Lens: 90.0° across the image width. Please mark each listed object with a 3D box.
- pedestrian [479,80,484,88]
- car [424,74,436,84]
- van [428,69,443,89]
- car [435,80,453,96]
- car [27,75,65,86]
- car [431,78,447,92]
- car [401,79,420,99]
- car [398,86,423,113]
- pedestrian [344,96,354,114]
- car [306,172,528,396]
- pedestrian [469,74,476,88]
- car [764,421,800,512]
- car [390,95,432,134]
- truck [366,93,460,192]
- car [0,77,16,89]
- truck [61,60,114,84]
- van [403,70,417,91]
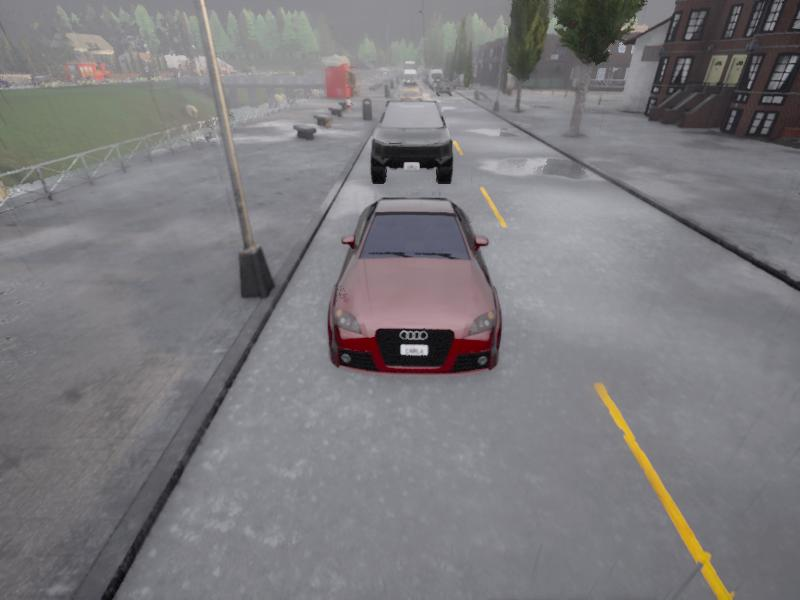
[{"bbox_3d":[12.704,-33.572,62.139,0.500,1.100,0.500,-9,32,-15],"label":"pedestrian"},{"bbox_3d":[6.031,-45.277,81.918,2.242,1.667,4.611,1,30,1],"label":"car"},{"bbox_3d":[5.597,-35.013,63.331,1.988,2.561,5.915,1,30,1],"label":"van"},{"bbox_3d":[5.215,-25.369,47.864,1.789,1.549,3.705,1,31,1],"label":"car"},{"bbox_3d":[-60.009,-37.261,67.981,2.163,1.488,4.792,1,30,1],"label":"car"},{"bbox_3d":[5.420,-30.324,56.354,1.851,1.617,3.988,1,30,1],"label":"car"},{"bbox_3d":[1.105,-22.890,43.290,1.932,1.855,4.605,1,29,1],"label":"car"},{"bbox_3d":[0.836,-16.199,32.134,1.801,1.575,5.366,1,30,1],"label":"car"},{"bbox_3d":[-3.595,-13.733,28.120,0.500,1.100,0.500,-10,32,-16],"label":"pedestrian"},{"bbox_3d":[0.199,-0.644,5.748,1.994,1.385,4.181,1,30,1],"label":"car"},{"bbox_3d":[11.247,-34.045,62.161,0.751,1.860,0.751,0,30,0],"label":"pedestrian"},{"bbox_3d":[4.112,1.820,1.444,1.970,1.475,3.806,1,30,1],"label":"car"},{"bbox_3d":[0.604,-10.540,22.529,2.128,1.511,4.902,1,30,1],"label":"car"},{"bbox_3d":[0.386,-5.507,13.337,2.390,2.098,6.274,1,31,1],"label":"truck"},{"bbox_3d":[-60.215,-32.374,59.618,1.816,1.474,4.193,1,30,1],"label":"car"},{"bbox_3d":[-59.771,-43.796,76.822,2.891,3.827,8.468,1,30,1],"label":"truck"},{"bbox_3d":[1.477,-32.313,58.696,1.988,2.561,5.915,1,30,1],"label":"van"}]
